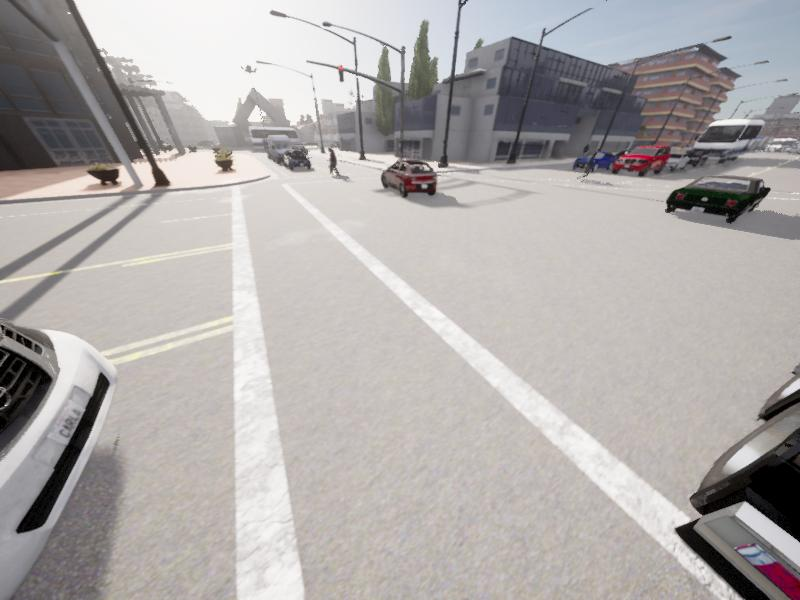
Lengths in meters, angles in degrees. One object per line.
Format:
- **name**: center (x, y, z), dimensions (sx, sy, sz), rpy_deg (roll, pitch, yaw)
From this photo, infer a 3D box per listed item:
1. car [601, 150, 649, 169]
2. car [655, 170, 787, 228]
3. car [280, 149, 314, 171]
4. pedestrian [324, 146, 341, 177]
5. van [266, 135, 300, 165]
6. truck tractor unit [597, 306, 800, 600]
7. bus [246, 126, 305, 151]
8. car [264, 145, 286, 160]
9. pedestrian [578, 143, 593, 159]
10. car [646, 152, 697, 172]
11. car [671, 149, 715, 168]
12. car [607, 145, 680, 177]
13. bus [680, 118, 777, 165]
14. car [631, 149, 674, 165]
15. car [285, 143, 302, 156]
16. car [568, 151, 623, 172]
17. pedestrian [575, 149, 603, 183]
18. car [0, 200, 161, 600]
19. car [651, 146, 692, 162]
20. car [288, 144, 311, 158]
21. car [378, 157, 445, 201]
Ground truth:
- **car**: center (24.307, -15.213, 24.911), dimensions (4.892, 1.490, 1.837), rpy_deg (-19, 39, -25)
- **car**: center (12.359, -4.050, 8.893), dimensions (4.718, 1.301, 1.895), rpy_deg (-19, 39, -26)
- **car**: center (-9.312, -12.670, 20.770), dimensions (1.816, 1.474, 4.193), rpy_deg (-18, 39, -25)
- **pedestrian**: center (-4.754, -9.779, 16.308), dimensions (0.751, 1.860, 0.751), rpy_deg (-11, 36, -16)
- **van**: center (-13.134, -16.801, 25.727), dimensions (1.988, 2.561, 5.915), rpy_deg (-18, 39, -25)
- **truck tractor unit**: center (5.179, -0.224, 0.688), dimensions (6.516, 4.208, 3.053), rpy_deg (-15, 38, -21)
- **bus**: center (-26.880, -35.140, 50.446), dimensions (10.273, 4.253, 3.944), rpy_deg (-16, 39, -23)
- **car**: center (-16.629, -19.669, 30.689), dimensions (1.845, 1.501, 3.633), rpy_deg (-19, 39, -26)
- **pedestrian**: center (25.827, -20.791, 32.200), dimensions (0.751, 1.860, 0.751), rpy_deg (-13, 37, -19)
- **car**: center (26.841, -13.724, 22.830), dimensions (4.674, 1.442, 1.812), rpy_deg (-19, 39, -25)
- **car**: center (32.457, -15.715, 25.593), dimensions (4.193, 1.474, 1.816), rpy_deg (-19, 39, -25)
- **car**: center (20.598, -11.831, 19.534), dimensions (5.566, 2.045, 2.150), rpy_deg (-19, 39, -25)
- **bus**: center (40.762, -19.761, 28.736), dimensions (10.273, 4.253, 3.944), rpy_deg (-20, 40, -25)
- **car**: center (30.583, -17.361, 28.030), dimensions (4.181, 1.385, 1.994), rpy_deg (-19, 39, -24)
- **car**: center (-17.984, -25.520, 39.014), dimensions (1.930, 1.638, 5.238), rpy_deg (-15, 38, -21)
- **car**: center (18.759, -13.337, 22.126), dimensions (5.008, 1.535, 1.882), rpy_deg (-19, 39, -25)
- **pedestrian**: center (12.534, -8.916, 15.377), dimensions (0.751, 1.860, 0.751), rpy_deg (18, 38, 24)
- **car**: center (-4.611, 1.384, 0.181), dimensions (5.566, 2.045, 2.150), rpy_deg (-20, 40, -26)
- **car**: center (36.009, -19.384, 30.650), dimensions (5.008, 1.535, 1.882), rpy_deg (-20, 40, -25)
- **car**: center (-14.780, -21.932, 33.895), dimensions (1.930, 1.638, 5.238), rpy_deg (-18, 39, -25)
- **car**: center (0.382, -6.457, 12.014), dimensions (1.816, 1.474, 4.193), rpy_deg (-12, 37, -18)
